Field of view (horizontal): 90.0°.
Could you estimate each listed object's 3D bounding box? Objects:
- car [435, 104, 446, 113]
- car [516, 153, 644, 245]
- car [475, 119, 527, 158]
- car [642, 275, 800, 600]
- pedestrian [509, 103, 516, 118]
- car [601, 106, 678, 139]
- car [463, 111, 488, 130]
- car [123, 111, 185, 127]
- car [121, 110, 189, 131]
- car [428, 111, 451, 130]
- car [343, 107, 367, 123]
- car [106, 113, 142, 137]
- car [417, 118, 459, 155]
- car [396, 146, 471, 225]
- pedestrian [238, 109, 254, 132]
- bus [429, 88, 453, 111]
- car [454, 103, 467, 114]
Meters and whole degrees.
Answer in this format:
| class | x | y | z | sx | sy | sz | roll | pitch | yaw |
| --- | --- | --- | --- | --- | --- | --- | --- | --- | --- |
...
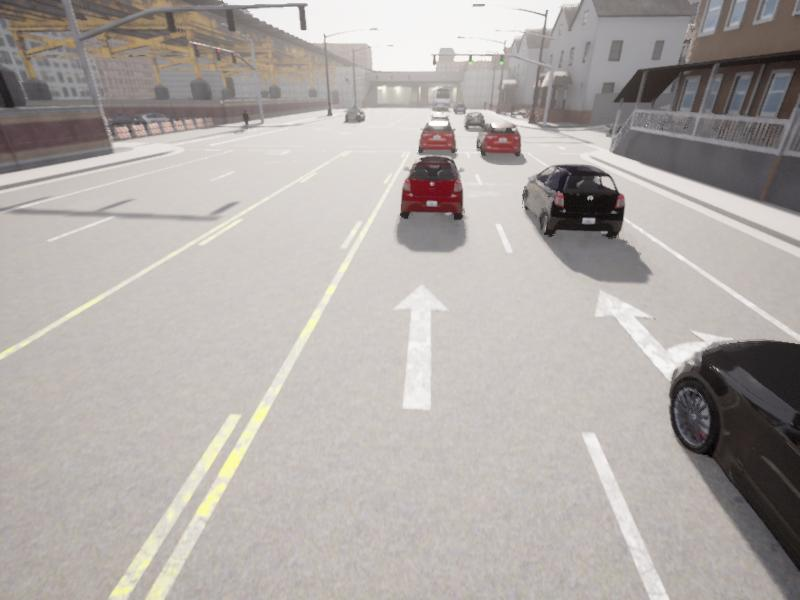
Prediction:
| class | x | y | z | sx | sy | sz | roll | pitch | yaw |
| --- | --- | --- | --- | --- | --- | --- | --- | --- | --- |
| car | 7.806 | -36.840 | 76.814 | 2.033 | 1.411 | 5.357 | 2 | 27 | 5 |
| car | 4.346 | -2.778 | 10.371 | 1.845 | 1.501 | 3.633 | 2 | 27 | 5 |
| car | 5.698 | -9.459 | 23.225 | 2.242 | 1.667 | 4.611 | 2 | 27 | 5 |
| car | 3.476 | 1.501 | 2.131 | 1.812 | 1.442 | 4.674 | 2 | 27 | 5 |
| pedestrian | 15.720 | -26.588 | 55.992 | 0.751 | 1.860 | 0.751 | 5 | 28 | 9 |
| car | 19.406 | -14.522 | 32.674 | 4.856 | 1.649 | 2.033 | -6 | 26 | 8 |
| car | 7.489 | -18.119 | 40.258 | 2.007 | 1.525 | 4.514 | 3 | 27 | 5 |
| car | -23.580 | -17.485 | 38.529 | 1.853 | 1.218 | 4.536 | 17 | 32 | 30 |
| car | -23.552 | -17.365 | 38.640 | 2.038 | 1.542 | 4.974 | 17 | 32 | 30 |
| car | 3.987 | -18.207 | 40.428 | 2.128 | 1.511 | 4.902 | 2 | 27 | 5 |
| car | -5.555 | -23.185 | 49.969 | 2.033 | 1.649 | 4.856 | 2 | 27 | 5 |
| car | -23.264 | -14.889 | 33.821 | 2.038 | 1.542 | 4.974 | -15 | 31 | -27 |
| car | 2.311 | -10.097 | 24.458 | 2.242 | 1.667 | 4.611 | 2 | 27 | 5 |
| car | 0.979 | -3.505 | 11.778 | 1.845 | 1.501 | 3.633 | 2 | 27 | 5 |
| pedestrian | -13.945 | -16.313 | 36.265 | 0.751 | 1.860 | 0.751 | 2 | 27 | 4 |
| bus | 8.703 | -43.436 | 86.537 | 3.944 | 4.253 | 10.273 | 0 | 27 | 0 |
| car | 10.748 | -34.146 | 71.317 | 2.033 | 1.649 | 4.856 | 2 | 27 | 5 |
